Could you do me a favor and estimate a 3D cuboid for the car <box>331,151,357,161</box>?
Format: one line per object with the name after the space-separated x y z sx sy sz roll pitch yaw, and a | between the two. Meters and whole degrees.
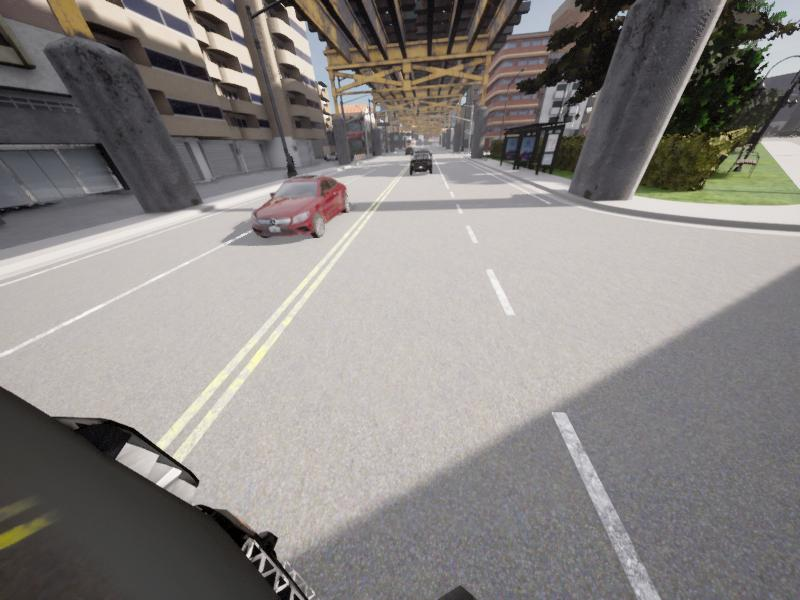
-11.710 -30.052 48.089 4.974 1.542 2.038 -10 35 -11 | car

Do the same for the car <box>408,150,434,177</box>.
1.882 -12.093 20.250 1.930 1.638 5.238 1 34 6 | car

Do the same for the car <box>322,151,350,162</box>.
-12.438 -27.731 44.700 4.974 1.542 2.038 16 38 26 | car

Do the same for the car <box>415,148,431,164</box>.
3.255 -19.944 31.903 2.038 1.542 4.974 1 34 6 | car

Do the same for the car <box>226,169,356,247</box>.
-3.102 -3.380 7.886 1.812 1.442 4.674 1 34 6 | car

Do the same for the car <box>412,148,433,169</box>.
2.587 -16.016 26.038 2.152 1.651 5.027 1 34 6 | car

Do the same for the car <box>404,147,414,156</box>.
2.184 -33.918 52.655 1.930 1.638 5.238 1 34 6 | car

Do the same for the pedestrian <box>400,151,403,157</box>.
0.236 -30.678 48.444 0.500 1.100 0.500 3 34 9 | pedestrian

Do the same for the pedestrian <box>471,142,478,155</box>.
12.981 -26.308 40.226 0.751 1.860 0.751 -12 35 -12 | pedestrian

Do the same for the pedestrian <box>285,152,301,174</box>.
-10.886 -13.973 23.581 0.751 1.860 0.751 2 34 7 | pedestrian
